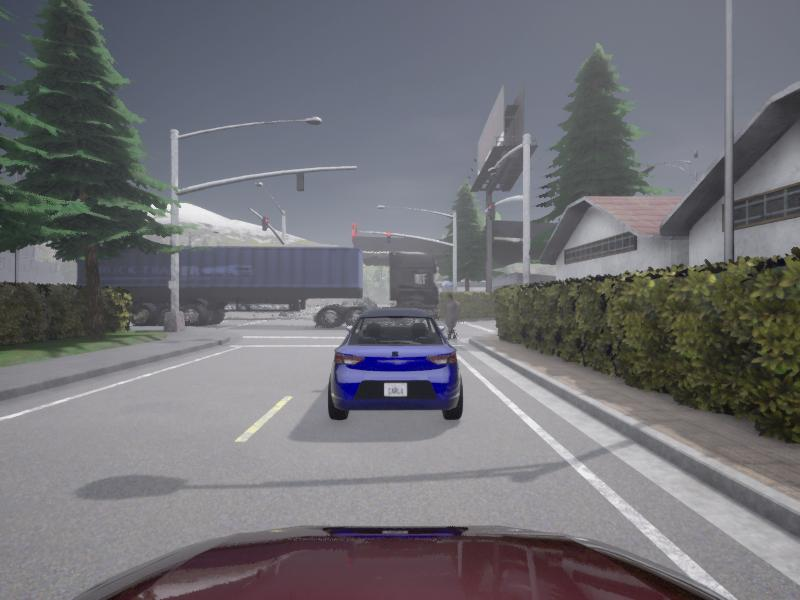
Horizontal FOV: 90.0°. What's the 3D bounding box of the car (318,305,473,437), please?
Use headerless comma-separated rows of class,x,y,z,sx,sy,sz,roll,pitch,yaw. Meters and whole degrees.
car,-0.077,0.854,6.770,1.816,1.474,4.193,0,0,-1

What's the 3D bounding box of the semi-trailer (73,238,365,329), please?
semi-trailer,-9.147,-0.795,21.379,14.254,4.402,2.717,1,0,-1

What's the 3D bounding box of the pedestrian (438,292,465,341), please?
pedestrian,2.047,0.635,15.903,0.751,1.860,0.751,0,0,-44

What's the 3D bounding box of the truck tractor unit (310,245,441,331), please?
truck tractor unit,-1.228,-0.606,21.510,6.516,4.208,3.053,1,0,-1
